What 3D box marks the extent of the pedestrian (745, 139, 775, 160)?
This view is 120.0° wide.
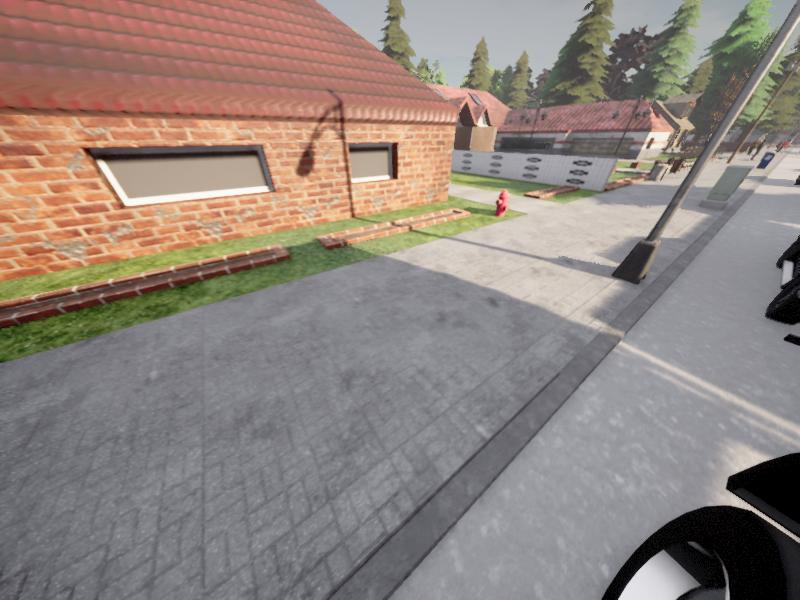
[{"bbox_3d":[37.874,-15.840,24.346,0.751,1.860,0.751,26,43,32],"label":"pedestrian"}]

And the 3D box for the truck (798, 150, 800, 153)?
[{"bbox_3d":[65.469,-24.283,36.186,6.274,2.098,2.390,-22,41,-28],"label":"truck"}]

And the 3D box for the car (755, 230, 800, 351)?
[{"bbox_3d":[7.316,-0.580,3.071,4.605,1.855,1.932,-22,41,-28],"label":"car"}]

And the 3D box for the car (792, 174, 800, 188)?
[{"bbox_3d":[23.030,-6.966,12.033,3.866,1.878,1.905,-22,40,-28],"label":"car"}]

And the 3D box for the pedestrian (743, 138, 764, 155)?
[{"bbox_3d":[48.294,-20.949,31.538,0.751,1.860,0.751,-22,41,-28],"label":"pedestrian"}]

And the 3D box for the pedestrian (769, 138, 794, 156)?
[{"bbox_3d":[48.200,-19.320,29.226,0.751,1.860,0.751,-28,44,-33],"label":"pedestrian"}]

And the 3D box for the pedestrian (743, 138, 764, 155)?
[{"bbox_3d":[46.952,-20.343,30.687,0.751,1.860,0.751,-23,41,-29],"label":"pedestrian"}]
